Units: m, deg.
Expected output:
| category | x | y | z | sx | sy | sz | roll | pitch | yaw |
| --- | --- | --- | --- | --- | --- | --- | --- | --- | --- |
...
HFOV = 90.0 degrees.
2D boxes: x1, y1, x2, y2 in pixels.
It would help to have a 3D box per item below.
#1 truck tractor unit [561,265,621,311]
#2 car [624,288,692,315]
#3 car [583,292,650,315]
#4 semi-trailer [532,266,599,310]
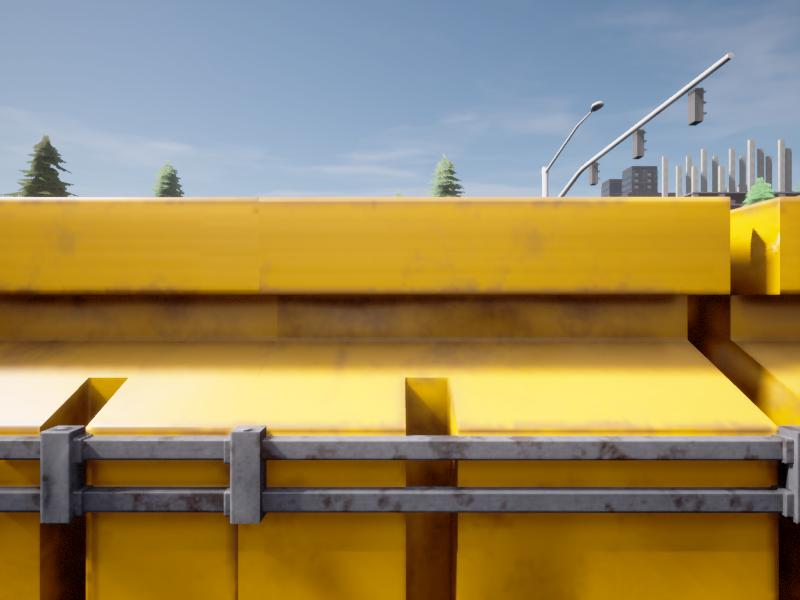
| category | x | y | z | sx | sy | sz | roll | pitch | yaw |
| --- | --- | --- | --- | --- | --- | --- | --- | --- | --- |
| truck tractor unit | 18.823 | -1.101 | 39.920 | 3.053 | 4.208 | 6.516 | 0 | 0 | 2 |
| car | 18.474 | 0.091 | 28.975 | 2.097 | 1.767 | 4.553 | 0 | 0 | 2 |
| car | 14.937 | 0.233 | 27.992 | 2.128 | 1.511 | 4.902 | 0 | 0 | 2 |
| semi-trailer | 19.147 | -1.223 | 47.833 | 2.717 | 4.402 | 14.254 | 0 | 0 | 3 |
